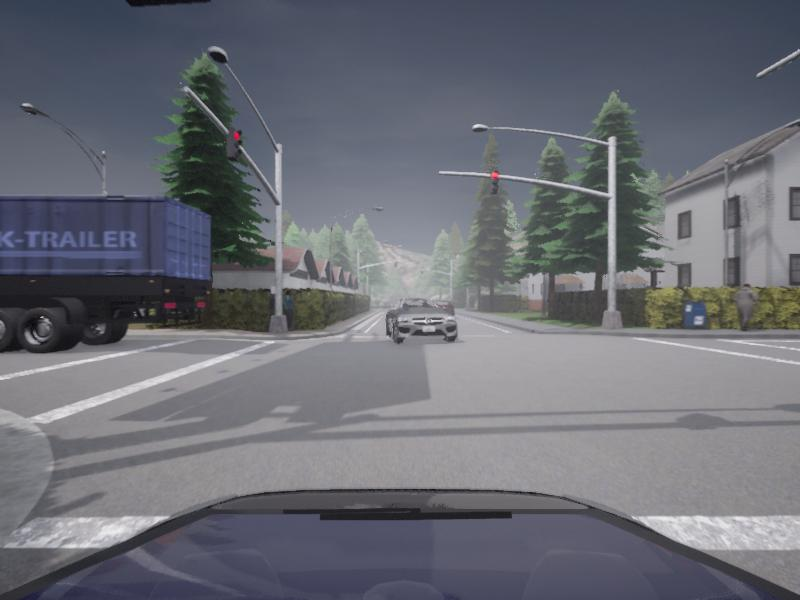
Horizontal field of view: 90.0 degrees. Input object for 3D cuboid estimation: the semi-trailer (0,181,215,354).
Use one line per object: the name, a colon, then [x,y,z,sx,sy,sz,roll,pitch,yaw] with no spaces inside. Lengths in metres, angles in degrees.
semi-trailer: [-13.120,-0.820,11.553,14.254,4.402,2.717,0,0,0]

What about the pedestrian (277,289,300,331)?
pedestrian: [-5.028,0.463,18.130,0.751,1.860,0.751,0,0,11]

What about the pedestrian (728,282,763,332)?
pedestrian: [13.297,0.267,15.416,0.751,1.860,0.751,0,0,-20]

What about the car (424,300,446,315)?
car: [3.650,0.766,42.702,1.882,1.535,5.008,0,0,0]

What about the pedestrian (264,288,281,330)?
pedestrian: [-5.814,0.414,18.251,0.751,1.860,0.751,0,0,-19]

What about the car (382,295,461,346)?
car: [0.604,0.715,15.656,2.152,1.651,5.027,-1,-1,-8]

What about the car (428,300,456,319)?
car: [3.626,0.775,35.319,1.882,1.535,5.008,0,0,0]
